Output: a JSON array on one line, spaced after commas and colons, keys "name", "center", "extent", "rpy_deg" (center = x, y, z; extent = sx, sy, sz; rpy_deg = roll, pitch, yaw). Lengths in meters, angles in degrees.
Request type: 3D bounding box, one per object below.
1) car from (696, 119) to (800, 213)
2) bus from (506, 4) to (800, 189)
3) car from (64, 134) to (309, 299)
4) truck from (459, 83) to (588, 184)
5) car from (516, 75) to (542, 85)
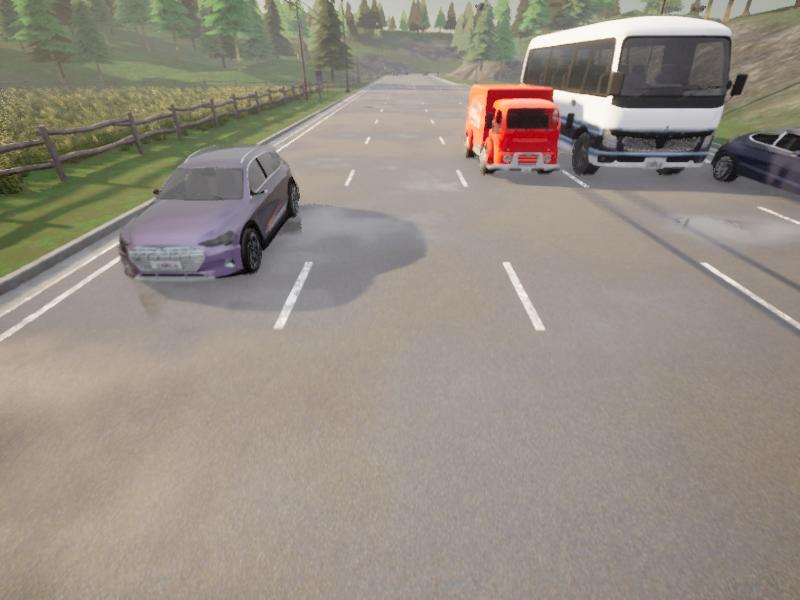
[{"name": "car", "center": [10.665, -3.513, 10.393], "extent": [2.152, 1.651, 5.027], "rpy_deg": [0, 30, 0]}, {"name": "bus", "center": [7.328, -7.578, 14.733], "extent": [3.944, 4.253, 10.273], "rpy_deg": [0, 30, 0]}, {"name": "car", "center": [-3.356, -1.962, 7.732], "extent": [2.033, 1.649, 4.856], "rpy_deg": [0, 30, 0]}, {"name": "truck", "center": [3.692, -5.806, 13.468], "extent": [2.627, 2.467, 5.204], "rpy_deg": [0, 30, 0]}, {"name": "car", "center": [24.162, -41.086, 74.759], "extent": [4.902, 1.511, 2.128], "rpy_deg": [-24, 38, -34]}]
